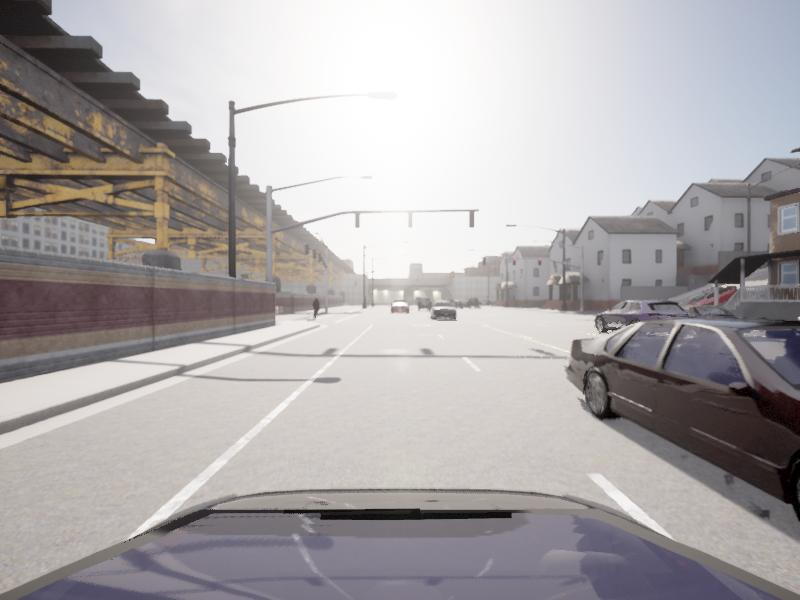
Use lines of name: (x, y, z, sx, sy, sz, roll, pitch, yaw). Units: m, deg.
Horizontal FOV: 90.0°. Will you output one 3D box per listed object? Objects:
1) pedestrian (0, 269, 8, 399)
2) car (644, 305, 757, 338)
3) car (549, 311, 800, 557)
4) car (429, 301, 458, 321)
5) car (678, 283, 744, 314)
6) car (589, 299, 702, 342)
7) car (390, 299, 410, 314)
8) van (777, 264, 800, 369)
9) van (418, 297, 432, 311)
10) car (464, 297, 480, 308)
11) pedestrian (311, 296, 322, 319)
pedestrian: (-6.092, 0.483, 5.457, 0.751, 1.860, 0.751, 0, 0, -2)
car: (13.905, 0.937, 18.951, 1.895, 1.301, 4.718, 0, 0, 1)
car: (3.505, 0.893, 4.026, 2.033, 1.411, 5.357, 0, 0, 0)
car: (3.513, 0.833, 32.801, 1.837, 1.490, 4.892, 0, 0, 0)
car: (29.629, -0.112, 38.172, 4.514, 1.525, 2.007, -19, 0, -1)
car: (10.507, 0.772, 17.673, 2.033, 1.649, 4.856, 0, 0, 0)
car: (0.019, 0.741, 47.082, 2.242, 1.667, 4.611, 0, 0, 0)
van: (10.505, 0.376, 6.712, 2.351, 2.431, 6.366, 0, 0, 0)
van: (3.524, 0.579, 57.767, 1.775, 1.987, 4.442, 0, 0, 0)
car: (14.032, 0.546, 78.391, 2.150, 2.045, 5.566, 0, 0, 0)
pedestrian: (-6.915, 0.626, 32.997, 0.751, 1.860, 0.751, 0, 0, 2)
